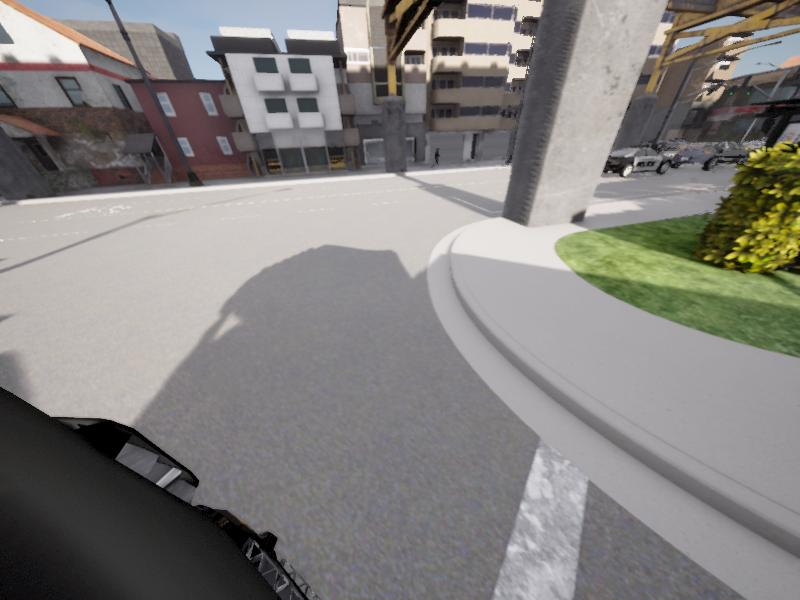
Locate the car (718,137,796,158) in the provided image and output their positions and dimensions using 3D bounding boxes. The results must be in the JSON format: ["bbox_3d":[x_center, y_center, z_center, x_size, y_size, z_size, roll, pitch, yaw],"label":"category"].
[{"bbox_3d":[33.032,-14.161,21.472,4.674,1.442,1.812,-9,34,-9],"label":"car"}]

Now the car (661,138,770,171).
[{"bbox_3d":[21.967,-10.234,16.233,5.027,1.651,2.152,-10,34,-11],"label":"car"}]

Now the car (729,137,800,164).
[{"bbox_3d":[28.818,-11.438,17.613,4.974,1.542,2.038,-10,34,-11],"label":"car"}]

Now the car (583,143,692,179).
[{"bbox_3d":[15.168,-9.036,14.923,5.238,1.638,1.930,-10,34,-11],"label":"car"}]

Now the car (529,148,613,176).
[{"bbox_3d":[12.825,-10.551,17.523,4.792,1.488,2.163,-10,34,-11],"label":"car"}]

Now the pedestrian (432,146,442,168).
[{"bbox_3d":[3.759,-14.611,23.660,0.751,1.860,0.751,-11,34,-12],"label":"pedestrian"}]
